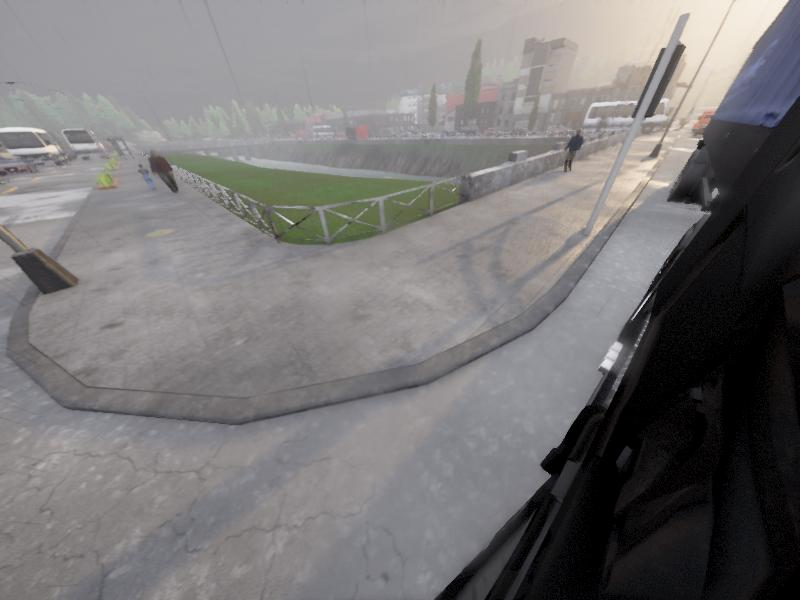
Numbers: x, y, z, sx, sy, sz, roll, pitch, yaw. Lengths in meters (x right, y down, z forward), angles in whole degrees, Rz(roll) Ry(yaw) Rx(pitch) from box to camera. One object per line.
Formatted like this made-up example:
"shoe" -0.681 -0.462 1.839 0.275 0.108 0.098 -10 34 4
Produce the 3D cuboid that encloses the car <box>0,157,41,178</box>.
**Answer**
"car" -38.224 -13.250 22.953 4.181 1.385 1.994 28 47 35

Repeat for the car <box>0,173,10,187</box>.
"car" -29.139 -8.238 15.360 5.238 1.638 1.930 30 47 36

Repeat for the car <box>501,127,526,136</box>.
"car" 24.585 -36.595 50.146 4.181 1.385 1.994 29 47 36

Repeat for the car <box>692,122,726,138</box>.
"car" 35.931 -19.888 26.943 1.895 1.301 4.718 29 47 36

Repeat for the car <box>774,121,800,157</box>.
"car" 24.562 -9.450 13.461 2.007 1.525 4.514 29 47 36

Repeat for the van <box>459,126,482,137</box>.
"van" 15.960 -38.330 52.548 1.775 1.987 4.442 -32 46 -33

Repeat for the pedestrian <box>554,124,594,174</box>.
"pedestrian" 8.041 -6.974 10.746 0.751 1.860 0.751 -32 45 -33

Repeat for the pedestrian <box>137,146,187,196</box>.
"pedestrian" -10.674 -5.802 10.435 0.751 1.860 0.751 29 47 35

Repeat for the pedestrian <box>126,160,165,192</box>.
"pedestrian" -12.783 -6.238 11.633 0.751 1.300 0.751 -31 45 -32

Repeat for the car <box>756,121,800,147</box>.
"car" 30.082 -12.880 17.818 2.033 1.411 5.357 29 47 36

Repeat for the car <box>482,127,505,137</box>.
"car" 19.937 -35.886 49.416 3.806 1.475 1.970 29 47 36

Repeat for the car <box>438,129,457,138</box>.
"car" 11.507 -40.642 56.392 4.193 1.474 1.816 29 47 36

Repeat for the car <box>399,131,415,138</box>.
"car" 1.956 -46.016 64.300 4.674 1.442 1.812 29 47 36

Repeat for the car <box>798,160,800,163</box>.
"car" 19.072 -6.204 9.025 5.566 2.045 2.150 -32 46 -33

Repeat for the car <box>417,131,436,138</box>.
"car" 6.884 -43.179 60.270 4.718 1.301 1.895 29 47 36

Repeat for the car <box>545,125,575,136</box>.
"car" 28.989 -30.777 41.924 3.806 1.475 1.970 29 47 36

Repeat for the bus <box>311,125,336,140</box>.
"bus" -29.601 -65.012 89.650 10.273 4.253 3.944 29 47 36

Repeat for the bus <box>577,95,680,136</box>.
"bus" 35.158 -28.539 36.165 10.273 4.253 3.944 29 47 35

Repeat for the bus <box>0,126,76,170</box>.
"bus" -49.090 -20.619 31.190 10.273 4.253 3.944 30 47 36

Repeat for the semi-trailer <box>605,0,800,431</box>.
"semi-trailer" 8.349 -3.820 4.546 14.254 4.402 2.717 -32 46 -33

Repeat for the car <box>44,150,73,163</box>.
"car" -58.531 -24.789 39.718 1.801 1.575 5.366 -32 46 -33

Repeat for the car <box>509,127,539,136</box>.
"car" 24.499 -33.245 45.702 4.718 1.301 1.895 29 47 36

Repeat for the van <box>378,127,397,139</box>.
"van" -3.641 -49.595 68.578 5.915 2.561 1.988 29 47 36

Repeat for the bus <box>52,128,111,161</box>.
"bus" -55.681 -27.510 40.909 3.944 4.253 10.273 -32 46 -33

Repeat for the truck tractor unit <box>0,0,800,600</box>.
"truck tractor unit" 2.645 -0.295 0.352 6.516 4.208 3.053 -28 44 -30

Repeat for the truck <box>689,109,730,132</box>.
"truck" 45.620 -26.465 34.178 5.204 2.467 2.627 -32 45 -34
